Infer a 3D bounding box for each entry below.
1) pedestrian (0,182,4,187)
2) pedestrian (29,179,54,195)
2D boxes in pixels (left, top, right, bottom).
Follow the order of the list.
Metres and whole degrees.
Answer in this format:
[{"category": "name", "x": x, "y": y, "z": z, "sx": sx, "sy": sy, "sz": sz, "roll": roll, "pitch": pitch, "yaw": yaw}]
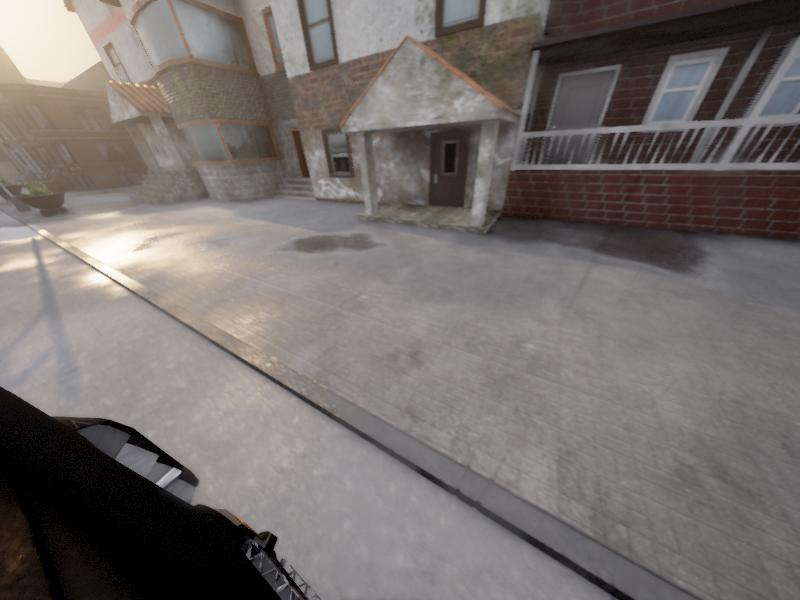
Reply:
[{"category": "pedestrian", "x": -49.306, "y": -14.667, "z": 27.824, "sx": 0.751, "sy": 1.860, "sz": 0.751, "roll": 14, "pitch": 37, "yaw": 24}, {"category": "pedestrian", "x": -28.911, "y": -9.130, "z": 18.638, "sx": 0.500, "sy": 1.100, "sz": 0.500, "roll": 10, "pitch": 36, "yaw": 18}]
